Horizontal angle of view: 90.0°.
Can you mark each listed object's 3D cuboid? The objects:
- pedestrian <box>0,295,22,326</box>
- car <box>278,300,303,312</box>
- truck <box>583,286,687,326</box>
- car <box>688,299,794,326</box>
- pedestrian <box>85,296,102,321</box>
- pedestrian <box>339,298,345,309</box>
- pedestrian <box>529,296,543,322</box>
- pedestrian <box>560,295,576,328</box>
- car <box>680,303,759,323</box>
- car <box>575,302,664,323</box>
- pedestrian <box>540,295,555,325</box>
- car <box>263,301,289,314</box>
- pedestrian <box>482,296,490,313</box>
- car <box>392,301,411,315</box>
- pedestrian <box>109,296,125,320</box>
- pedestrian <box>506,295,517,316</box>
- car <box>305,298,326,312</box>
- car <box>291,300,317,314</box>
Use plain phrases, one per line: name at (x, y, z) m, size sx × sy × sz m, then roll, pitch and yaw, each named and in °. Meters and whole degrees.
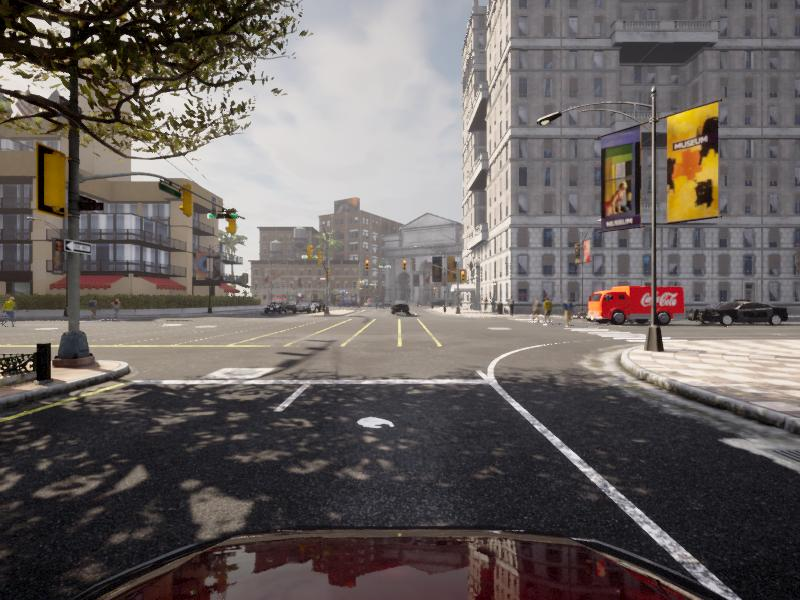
pedestrian at (-23.544, 0.637, 24.164) m, size 0.751 × 1.860 × 0.751 m, roll 0°, pitch 0°, yaw 3°
car at (-14.985, 0.770, 55.106) m, size 1.930 × 1.638 × 5.238 m, roll 0°, pitch 0°, yaw 0°
truck at (14.979, 0.356, 25.775) m, size 5.204 × 2.467 × 2.627 m, roll 0°, pitch 0°, yaw 0°
car at (21.859, 0.770, 25.810) m, size 5.238 × 1.638 × 1.930 m, roll 0°, pitch 0°, yaw 0°
pedestrian at (-23.282, 0.636, 30.412) m, size 0.751 × 1.860 × 0.751 m, roll 0°, pitch 0°, yaw 3°
pedestrian at (-10.097, 0.636, 69.531) m, size 0.751 × 1.860 × 0.751 m, roll 0°, pitch 0°, yaw 9°
pedestrian at (9.665, 0.637, 28.440) m, size 0.751 × 1.860 × 0.751 m, roll 0°, pitch 0°, yaw -3°
pedestrian at (9.678, 0.637, 23.109) m, size 0.751 × 1.860 × 0.751 m, roll 0°, pitch 0°, yaw 14°
car at (23.316, 0.905, 29.299) m, size 4.181 × 1.385 × 1.994 m, roll 0°, pitch 0°, yaw 1°
car at (15.955, 0.894, 29.283) m, size 5.357 × 1.411 × 2.033 m, roll 0°, pitch 0°, yaw 0°
pedestrian at (9.402, 0.637, 25.516) m, size 0.751 × 1.860 × 0.751 m, roll 0°, pitch 0°, yaw 4°
car at (-14.984, 0.852, 48.417) m, size 1.970 × 1.475 × 3.806 m, roll 0°, pitch 0°, yaw 0°
pedestrian at (9.416, 0.484, 43.797) m, size 0.751 × 1.860 × 0.751 m, roll 0°, pitch 0°, yaw 0°
car at (0.078, 0.842, 43.395) m, size 1.837 × 1.490 × 4.892 m, roll 0°, pitch 0°, yaw -3°
pedestrian at (-22.822, 0.636, 32.234) m, size 0.751 × 1.860 × 0.751 m, roll 0°, pitch 0°, yaw -1°
pedestrian at (9.910, 0.484, 35.497) m, size 0.751 × 1.860 × 0.751 m, roll 0°, pitch 0°, yaw -2°
car at (-11.485, 0.651, 54.488) m, size 1.932 × 1.855 × 4.605 m, roll 0°, pitch 0°, yaw 0°
car at (-11.489, 0.825, 48.237) m, size 2.038 × 1.542 × 4.974 m, roll 0°, pitch 0°, yaw 0°
